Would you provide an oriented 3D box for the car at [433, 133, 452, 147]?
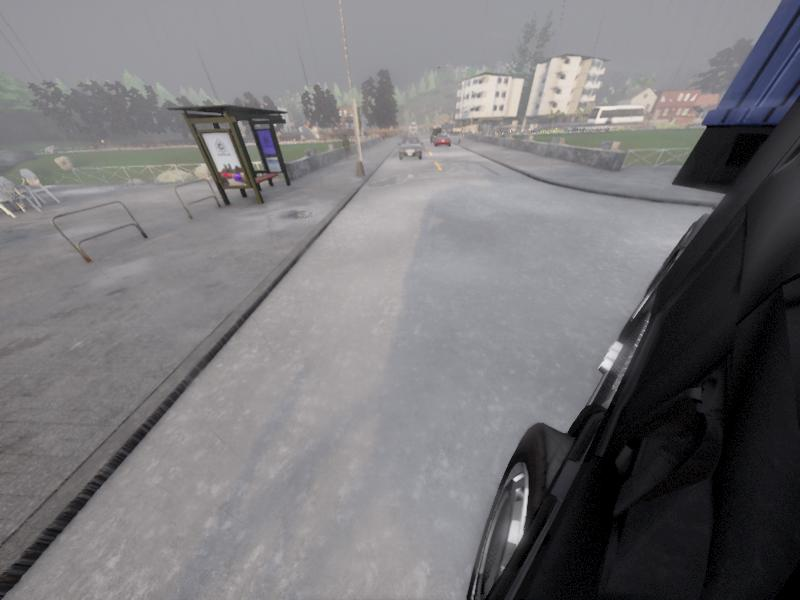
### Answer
[{"bbox_3d":[5.542,-21.342,30.733,1.994,1.385,4.181,0,37,3],"label":"car"}]

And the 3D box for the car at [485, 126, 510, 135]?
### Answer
[{"bbox_3d":[23.435,-40.801,55.678,4.892,1.490,1.837,0,37,4],"label":"car"}]

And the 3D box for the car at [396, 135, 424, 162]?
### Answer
[{"bbox_3d":[0.934,-12.973,19.668,2.128,1.511,4.902,1,37,4],"label":"car"}]

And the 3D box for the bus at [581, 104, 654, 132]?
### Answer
[{"bbox_3d":[46.971,-39.534,50.364,10.273,4.253,3.944,0,37,3],"label":"bus"}]

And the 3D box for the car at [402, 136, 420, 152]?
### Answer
[{"bbox_3d":[1.265,-17.936,26.474,1.895,1.301,4.718,0,37,3],"label":"car"}]

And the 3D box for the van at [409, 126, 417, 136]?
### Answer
[{"bbox_3d":[4.186,-53.659,73.189,2.351,2.431,6.366,0,37,3],"label":"van"}]

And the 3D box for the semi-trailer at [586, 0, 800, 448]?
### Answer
[{"bbox_3d":[9.996,-1.997,2.035,14.254,4.402,2.717,-8,37,-8],"label":"semi-trailer"}]

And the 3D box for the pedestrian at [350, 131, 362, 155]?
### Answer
[{"bbox_3d":[-4.243,-15.244,22.491,0.751,1.860,0.751,0,37,4],"label":"pedestrian"}]

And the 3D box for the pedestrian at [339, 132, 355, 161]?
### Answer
[{"bbox_3d":[-4.161,-12.072,18.239,0.751,1.860,0.751,3,37,7],"label":"pedestrian"}]

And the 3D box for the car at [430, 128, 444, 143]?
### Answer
[{"bbox_3d":[5.962,-26.707,37.455,1.905,1.878,3.866,0,37,3],"label":"car"}]

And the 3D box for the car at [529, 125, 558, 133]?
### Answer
[{"bbox_3d":[34.194,-40.761,55.110,5.357,1.411,2.033,0,37,3],"label":"car"}]

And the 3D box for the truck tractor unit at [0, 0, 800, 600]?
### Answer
[{"bbox_3d":[2.645,-0.295,0.351,6.516,4.208,3.053,-28,44,-30],"label":"truck tractor unit"}]

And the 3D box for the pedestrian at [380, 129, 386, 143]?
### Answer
[{"bbox_3d":[-2.927,-28.897,40.696,0.751,1.860,0.751,4,37,8],"label":"pedestrian"}]
